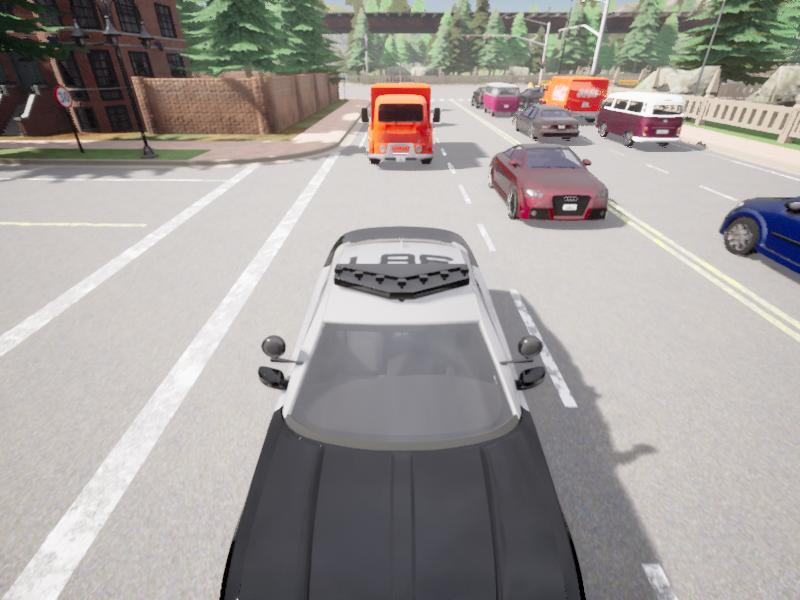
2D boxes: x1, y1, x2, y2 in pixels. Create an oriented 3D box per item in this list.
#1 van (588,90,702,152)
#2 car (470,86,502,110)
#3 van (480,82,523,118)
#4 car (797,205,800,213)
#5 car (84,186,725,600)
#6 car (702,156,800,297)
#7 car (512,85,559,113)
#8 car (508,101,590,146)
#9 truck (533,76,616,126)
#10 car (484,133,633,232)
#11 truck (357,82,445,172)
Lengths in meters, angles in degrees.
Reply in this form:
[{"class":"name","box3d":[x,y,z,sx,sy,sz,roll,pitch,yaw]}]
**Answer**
[{"class":"van","box3d":[10.525,-8.067,17.767,2.069,2.038,4.480,0,30,0]},{"class":"car","box3d":[7.039,-16.840,33.237,1.789,1.549,3.705,0,30,0]},{"class":"van","box3d":[7.034,-14.117,28.154,1.775,1.987,4.442,0,30,0]},{"class":"car","box3d":[10.519,-1.792,7.598,1.970,1.475,3.806,0,30,0]},{"class":"car","box3d":[0.014,0.512,3.495,1.930,1.638,5.238,0,30,0]},{"class":"car","box3d":[7.016,-0.904,5.950,1.851,1.617,3.988,0,30,0]},{"class":"car","box3d":[10.537,-15.887,31.537,2.033,1.649,4.856,0,30,0]},{"class":"car","box3d":[7.029,-8.752,19.573,2.033,1.411,5.357,0,30,0]},{"class":"truck","box3d":[10.535,-12.461,24.850,2.627,2.467,5.204,0,30,0]},{"class":"car","box3d":[3.518,-3.084,9.911,1.994,1.385,4.181,0,30,0]},{"class":"truck","box3d":[0.024,-6.581,14.802,2.627,2.467,5.204,0,30,0]}]
